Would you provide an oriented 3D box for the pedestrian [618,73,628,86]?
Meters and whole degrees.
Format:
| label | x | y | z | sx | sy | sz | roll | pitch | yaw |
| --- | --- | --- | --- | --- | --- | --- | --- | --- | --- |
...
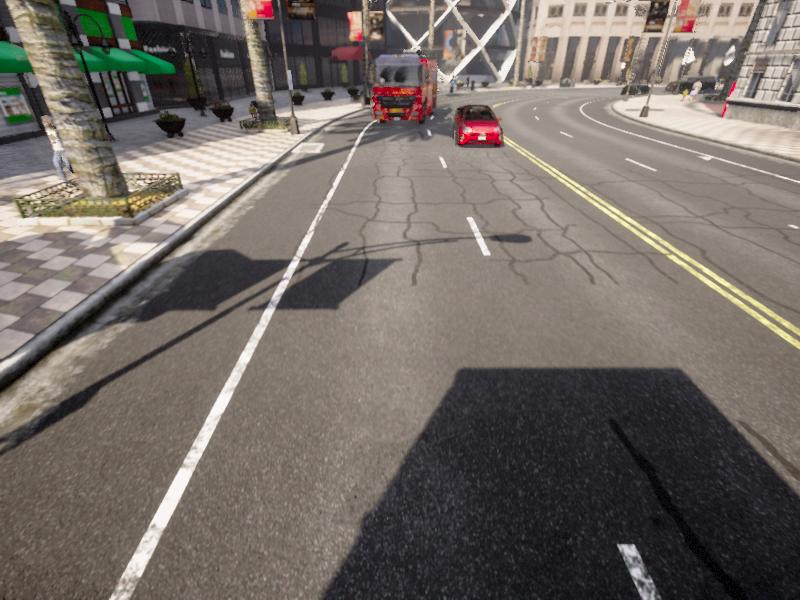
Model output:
| label | x | y | z | sx | sy | sz | roll | pitch | yaw |
| --- | --- | --- | --- | --- | --- | --- | --- | --- | --- |
| pedestrian | 37.640 | -37.282 | 67.576 | 0.751 | 1.860 | 0.751 | -4 | 31 | -7 |

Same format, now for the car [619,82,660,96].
| label | x | y | z | sx | sy | sz | roll | pitch | yaw |
| --- | --- | --- | --- | --- | --- | --- | --- | --- | --- |
| car | 28.984 | -25.621 | 48.466 | 4.181 | 1.385 | 1.994 | -15 | 34 | -25 |

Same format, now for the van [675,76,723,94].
| label | x | y | z | sx | sy | sz | roll | pitch | yaw |
| --- | --- | --- | --- | --- | --- | --- | --- | --- | --- |
| van | 38.051 | -27.479 | 51.040 | 4.442 | 1.987 | 1.775 | -4 | 31 | -7 |

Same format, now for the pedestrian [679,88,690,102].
| label | x | y | z | sx | sy | sz | roll | pitch | yaw |
| --- | --- | --- | --- | --- | --- | --- | --- | --- | --- |
| pedestrian | 26.131 | -18.802 | 36.725 | 0.500 | 1.100 | 0.500 | 15 | 33 | 23 |

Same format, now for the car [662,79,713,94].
| label | x | y | z | sx | sy | sz | roll | pitch | yaw |
| --- | --- | --- | --- | --- | --- | --- | --- | --- | --- |
| car | 38.968 | -29.033 | 54.342 | 5.027 | 1.651 | 2.152 | -2 | 30 | -3 |

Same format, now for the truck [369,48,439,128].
| label | x | y | z | sx | sy | sz | roll | pitch | yaw |
| --- | --- | --- | --- | --- | --- | --- | --- | --- | --- |
| truck | 0.551 | -13.549 | 25.375 | 2.891 | 3.827 | 8.468 | 5 | 31 | 9 |

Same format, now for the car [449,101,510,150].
| label | x | y | z | sx | sy | sz | roll | pitch | yaw |
| --- | --- | --- | --- | --- | --- | --- | --- | --- | --- |
| car | 3.443 | -8.059 | 18.268 | 2.007 | 1.525 | 4.514 | 1 | 30 | 1 |

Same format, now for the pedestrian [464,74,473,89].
| label | x | y | z | sx | sy | sz | roll | pitch | yaw |
| --- | --- | --- | --- | --- | --- | --- | --- | --- | --- |
| pedestrian | 9.708 | -30.863 | 56.578 | 0.751 | 1.860 | 0.751 | -23 | 38 | -34 |

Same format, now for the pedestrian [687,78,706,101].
| label | x | y | z | sx | sy | sz | roll | pitch | yaw |
| --- | --- | --- | --- | --- | --- | --- | --- | --- | --- |
| pedestrian | 28.158 | -19.984 | 37.996 | 0.751 | 1.860 | 0.751 | -20 | 36 | -30 |

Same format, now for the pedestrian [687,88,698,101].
| label | x | y | z | sx | sy | sz | roll | pitch | yaw |
| --- | --- | --- | --- | --- | --- | --- | --- | --- | --- |
| pedestrian | 27.596 | -19.404 | 37.757 | 0.500 | 1.100 | 0.500 | 16 | 34 | 26 |

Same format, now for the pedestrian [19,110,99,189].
| label | x | y | z | sx | sy | sz | roll | pitch | yaw |
| --- | --- | --- | --- | --- | --- | --- | --- | --- | --- |
| pedestrian | -8.933 | -3.965 | 10.577 | 0.751 | 1.860 | 0.751 | 1 | 30 | 2 |

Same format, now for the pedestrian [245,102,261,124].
| label | x | y | z | sx | sy | sz | roll | pitch | yaw |
| --- | --- | --- | --- | --- | --- | --- | --- | --- | --- |
| pedestrian | -8.349 | -10.661 | 22.778 | 0.500 | 1.100 | 0.500 | 9 | 32 | 15 |
